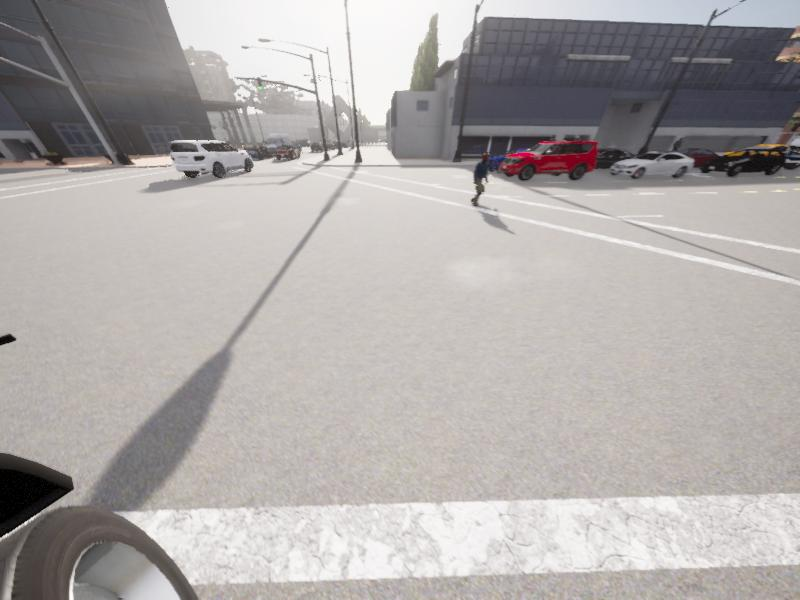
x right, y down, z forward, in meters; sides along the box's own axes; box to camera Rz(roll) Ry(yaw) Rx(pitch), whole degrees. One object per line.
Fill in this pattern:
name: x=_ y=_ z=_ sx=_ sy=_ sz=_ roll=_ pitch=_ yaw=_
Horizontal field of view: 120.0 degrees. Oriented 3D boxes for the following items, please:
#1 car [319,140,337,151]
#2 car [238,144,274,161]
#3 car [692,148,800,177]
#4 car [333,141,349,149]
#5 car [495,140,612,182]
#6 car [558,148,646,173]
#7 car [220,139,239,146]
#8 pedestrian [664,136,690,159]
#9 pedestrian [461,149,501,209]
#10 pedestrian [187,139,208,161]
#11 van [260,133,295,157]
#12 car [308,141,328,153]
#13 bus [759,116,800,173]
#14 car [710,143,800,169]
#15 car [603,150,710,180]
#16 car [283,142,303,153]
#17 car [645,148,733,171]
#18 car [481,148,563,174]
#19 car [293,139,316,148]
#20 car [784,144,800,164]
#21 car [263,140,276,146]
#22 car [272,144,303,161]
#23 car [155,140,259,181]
car: x=-14.271 y=-31.022 z=46.312 sx=1.930 sy=1.638 sz=5.238 roll=1 pitch=35 yaw=1
car: x=-16.605 y=-17.211 z=26.895 sx=1.816 sy=1.474 sz=4.193 roll=-2 pitch=35 yaw=-3
car: x=23.240 y=-9.327 z=15.605 sx=4.193 sy=1.474 sz=1.816 roll=-3 pitch=35 yaw=-3
car: x=-13.272 y=-35.037 z=52.143 sx=1.816 sy=1.474 sz=4.193 roll=8 pitch=36 yaw=10
car: x=9.410 y=-8.855 z=14.636 sx=5.566 sy=2.045 sz=2.150 roll=-3 pitch=35 yaw=-3
car: x=15.586 y=-10.944 z=18.044 sx=4.892 sy=1.490 sz=1.837 roll=-3 pitch=35 yaw=-3
car: x=-50.841 y=-46.987 z=68.904 sx=3.806 sy=1.475 sz=1.970 roll=2 pitch=35 yaw=3
pedestrian: x=28.414 y=-15.662 z=23.728 sx=0.751 sy=1.860 sz=0.751 roll=-11 pitch=37 yaw=-15
pedestrian: x=2.951 y=-4.474 z=8.586 sx=0.751 sy=1.860 sz=0.751 roll=-23 pitch=41 yaw=-29
pedestrian: x=-20.615 y=-15.292 z=23.522 sx=0.751 sy=1.860 sz=0.751 roll=-6 pitch=36 yaw=-9
van: x=-17.118 y=-21.953 z=32.682 sx=1.988 sy=2.561 sz=5.915 roll=-2 pitch=35 yaw=-3
car: x=-14.234 y=-26.967 z=40.573 sx=1.930 sy=1.638 sz=5.238 roll=-2 pitch=35 yaw=-3
bus: x=32.847 y=-10.987 z=15.192 sx=10.273 sy=4.253 sz=3.944 roll=-4 pitch=35 yaw=-3
car: x=29.228 y=-11.746 z=18.759 sx=5.008 sy=1.535 sz=1.882 roll=-4 pitch=35 yaw=-3
car: x=16.692 y=-8.953 z=15.253 sx=4.674 sy=1.442 sz=1.812 roll=-3 pitch=35 yaw=-3
car: x=-17.655 y=-25.393 z=38.421 sx=1.845 sy=1.501 sz=3.633 roll=-3 pitch=35 yaw=-4
car: x=22.895 y=-11.286 z=18.470 sx=4.181 sy=1.385 sz=1.994 roll=-2 pitch=35 yaw=-2
car: x=9.119 y=-10.663 z=17.639 sx=5.008 sy=1.535 sz=1.882 roll=-3 pitch=35 yaw=-4
car: x=-23.913 y=-39.350 z=58.012 sx=4.611 sy=1.667 sz=2.242 roll=10 pitch=36 yaw=13
car: x=35.973 y=-12.153 z=19.125 sx=4.674 sy=1.442 sz=1.812 roll=-3 pitch=35 yaw=-2
car: x=-37.556 y=-45.087 z=66.280 sx=2.033 sy=1.411 sz=5.357 roll=-21 pitch=41 yaw=-28
car: x=-13.209 y=-17.506 z=27.333 sx=1.816 sy=1.474 sz=4.193 roll=-2 pitch=35 yaw=-3
car: x=-12.590 y=-9.683 z=15.793 sx=2.150 sy=2.045 sz=5.566 roll=1 pitch=35 yaw=2
